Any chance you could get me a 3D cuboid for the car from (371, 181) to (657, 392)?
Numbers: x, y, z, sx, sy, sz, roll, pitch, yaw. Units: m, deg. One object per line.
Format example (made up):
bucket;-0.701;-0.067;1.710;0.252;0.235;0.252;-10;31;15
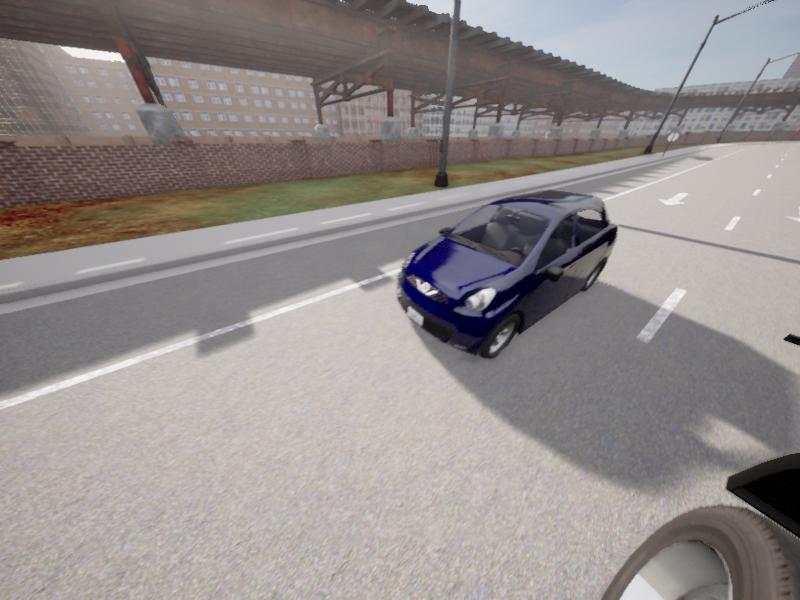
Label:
car;1.665;-0.678;3.499;3.633;1.501;1.845;-23;41;-28
